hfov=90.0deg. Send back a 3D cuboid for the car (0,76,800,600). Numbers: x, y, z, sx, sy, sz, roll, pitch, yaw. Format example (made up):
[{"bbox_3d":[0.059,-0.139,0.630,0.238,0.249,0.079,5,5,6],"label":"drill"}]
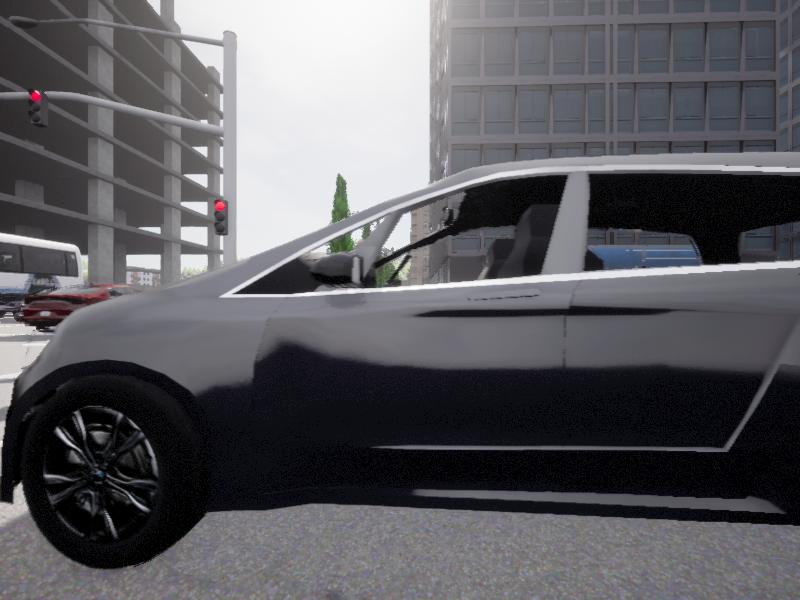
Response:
[{"bbox_3d":[0.500,0.156,2.389,4.611,1.667,2.242,0,0,4],"label":"car"}]

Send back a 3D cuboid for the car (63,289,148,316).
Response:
[{"bbox_3d":[-19.664,0.156,27.027,2.242,1.667,4.611,0,0,2],"label":"car"}]

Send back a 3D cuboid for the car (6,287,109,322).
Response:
[{"bbox_3d":[-16.406,0.215,19.432,1.789,1.549,3.705,0,0,2],"label":"car"}]

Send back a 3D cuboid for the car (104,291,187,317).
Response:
[{"bbox_3d":[-16.198,0.236,25.855,2.128,1.511,4.902,0,0,2],"label":"car"}]

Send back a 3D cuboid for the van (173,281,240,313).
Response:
[{"bbox_3d":[-15.957,-0.222,33.455,2.351,2.431,6.366,0,0,2],"label":"van"}]

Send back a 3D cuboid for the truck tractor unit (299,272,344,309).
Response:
[{"bbox_3d":[-9.421,-1.100,48.917,3.053,4.208,6.516,0,0,13],"label":"truck tractor unit"}]

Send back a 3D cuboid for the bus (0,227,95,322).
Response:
[{"bbox_3d":[-19.828,-1.135,18.163,3.944,4.253,10.273,0,0,2],"label":"bus"}]

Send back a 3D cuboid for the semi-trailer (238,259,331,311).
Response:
[{"bbox_3d":[-11.109,-1.220,41.180,2.717,4.402,14.254,0,0,12],"label":"semi-trailer"}]

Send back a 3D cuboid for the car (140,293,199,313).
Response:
[{"bbox_3d":[-19.436,0.201,34.103,1.801,1.575,5.366,0,0,2],"label":"car"}]

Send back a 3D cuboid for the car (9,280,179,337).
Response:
[{"bbox_3d":[-9.624,0.223,13.289,1.882,1.535,5.008,0,0,-1],"label":"car"}]
